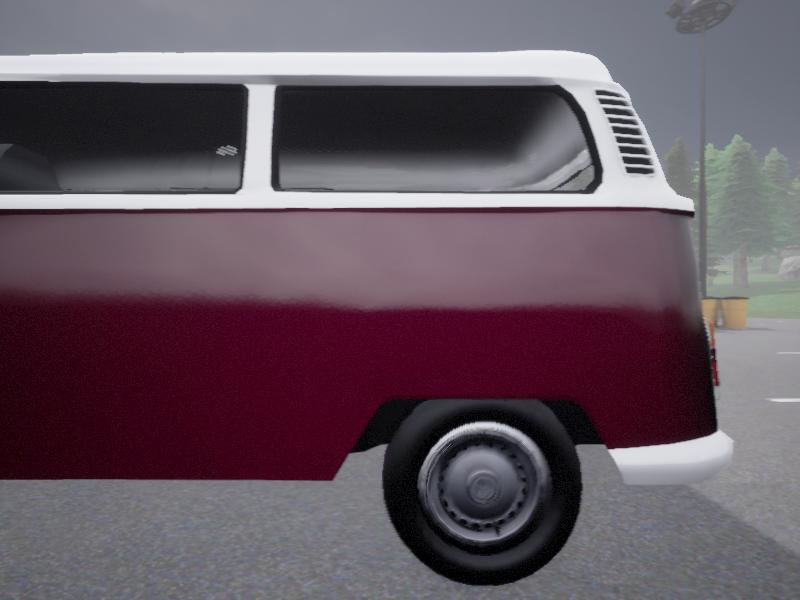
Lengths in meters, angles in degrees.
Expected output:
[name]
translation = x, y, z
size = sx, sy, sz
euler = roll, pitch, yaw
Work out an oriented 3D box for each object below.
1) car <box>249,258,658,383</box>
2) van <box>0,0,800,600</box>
[car]
translation = 0.642, 0.244, 5.700
size = 4.892, 1.490, 1.837
euler = 0, 0, 0
[van]
translation = -0.988, -0.027, 2.199
size = 4.480, 2.038, 2.069
euler = 0, 0, 0
